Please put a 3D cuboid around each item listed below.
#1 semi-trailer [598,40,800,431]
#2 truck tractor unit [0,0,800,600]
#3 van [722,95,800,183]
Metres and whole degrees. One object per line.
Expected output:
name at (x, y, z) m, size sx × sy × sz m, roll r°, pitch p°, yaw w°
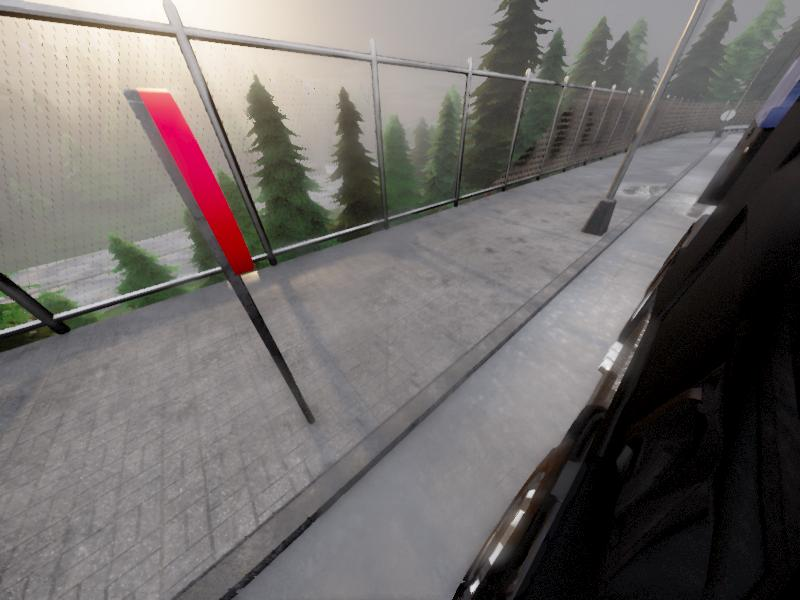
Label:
semi-trailer at (8.698, -3.605, 4.228) m, size 14.254 × 4.402 × 2.717 m, roll -28°, pitch 44°, yaw -30°
truck tractor unit at (2.645, -0.295, 0.352) m, size 6.516 × 4.208 × 3.053 m, roll -28°, pitch 44°, yaw -30°
van at (16.352, -6.921, 9.761) m, size 5.915 × 2.561 × 1.988 m, roll -28°, pitch 44°, yaw -30°
